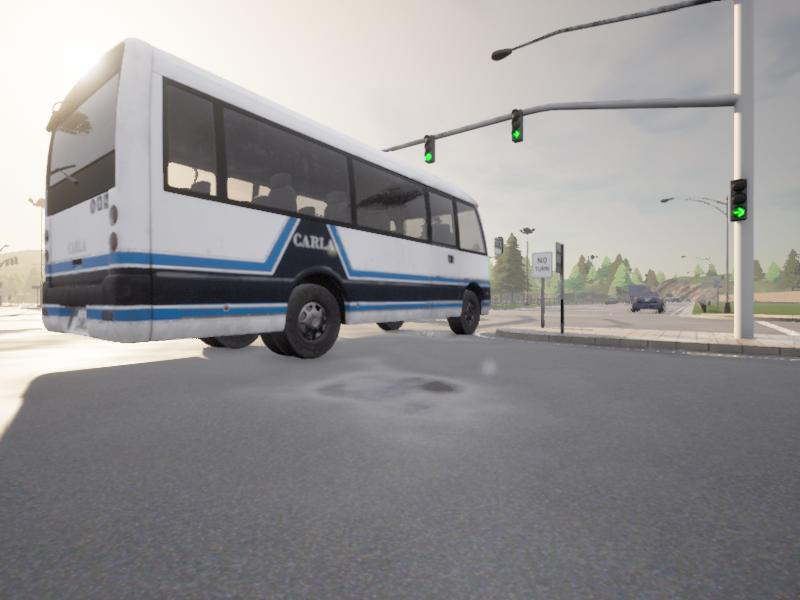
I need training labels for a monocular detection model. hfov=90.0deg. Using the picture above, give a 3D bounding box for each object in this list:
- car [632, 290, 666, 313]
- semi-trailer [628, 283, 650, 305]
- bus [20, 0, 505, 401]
[{"bbox_3d":[20.621,0.088,33.040,2.097,1.767,4.553,0,0,36],"label":"car"},{"bbox_3d":[53.107,-1.236,88.709,2.717,4.402,14.254,0,0,36],"label":"semi-trailer"},{"bbox_3d":[-1.406,-1.137,9.331,3.944,4.253,10.273,0,0,36],"label":"bus"}]
